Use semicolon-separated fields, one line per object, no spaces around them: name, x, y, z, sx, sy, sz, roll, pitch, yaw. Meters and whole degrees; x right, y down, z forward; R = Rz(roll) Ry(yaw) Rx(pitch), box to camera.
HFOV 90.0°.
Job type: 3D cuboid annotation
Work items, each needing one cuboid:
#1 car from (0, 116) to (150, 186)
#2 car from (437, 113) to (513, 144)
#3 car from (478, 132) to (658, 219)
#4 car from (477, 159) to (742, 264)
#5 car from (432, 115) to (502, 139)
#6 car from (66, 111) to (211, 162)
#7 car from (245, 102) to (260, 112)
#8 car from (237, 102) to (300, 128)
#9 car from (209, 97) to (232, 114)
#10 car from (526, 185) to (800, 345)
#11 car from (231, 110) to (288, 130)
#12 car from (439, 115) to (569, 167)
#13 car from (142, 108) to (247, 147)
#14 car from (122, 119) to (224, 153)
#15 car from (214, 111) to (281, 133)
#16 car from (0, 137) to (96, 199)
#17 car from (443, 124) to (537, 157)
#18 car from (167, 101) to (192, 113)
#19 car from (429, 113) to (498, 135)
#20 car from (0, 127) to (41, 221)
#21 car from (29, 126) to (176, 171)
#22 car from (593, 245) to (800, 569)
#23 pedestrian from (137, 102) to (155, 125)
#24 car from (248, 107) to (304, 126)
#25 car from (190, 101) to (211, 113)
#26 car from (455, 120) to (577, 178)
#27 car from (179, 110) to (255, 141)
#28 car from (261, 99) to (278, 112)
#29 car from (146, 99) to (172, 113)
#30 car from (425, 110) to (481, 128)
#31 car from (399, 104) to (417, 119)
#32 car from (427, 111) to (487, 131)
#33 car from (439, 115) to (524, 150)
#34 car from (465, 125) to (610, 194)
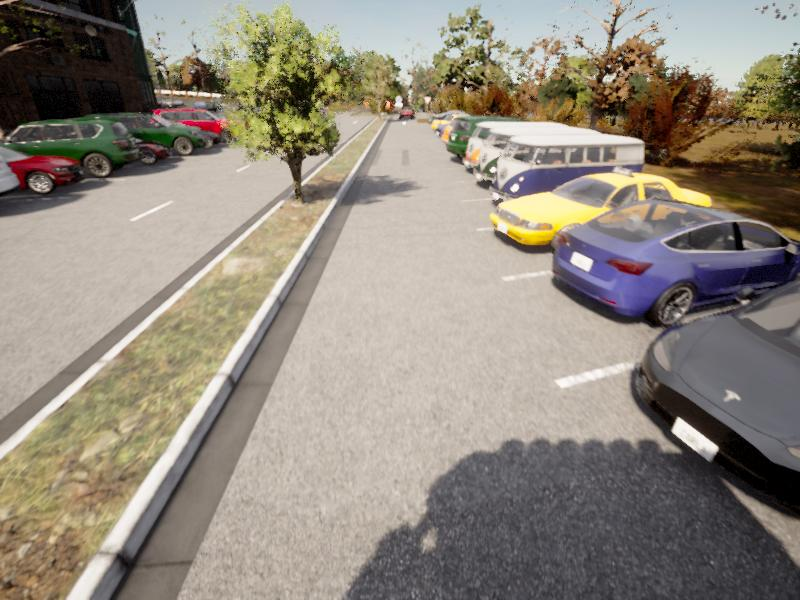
car;-13.246;-5.796;15.362;5.566;2.045;2.435;-10;29;-17
car;5.132;-11.929;27.773;4.553;1.767;2.185;-8;29;-18
car;4.829;-3.790;11.819;4.442;1.987;1.878;-8;29;-18
car;4.730;-2.216;9.258;5.366;1.575;1.946;-8;29;-18
car;5.110;-13.341;30.836;4.792;1.488;2.163;-8;29;-18
car;-13.138;-8.571;20.728;5.566;2.045;2.435;-10;28;-17
car;-26.586;-34.810;72.212;2.231;1.521;4.892;-7;26;-17
car;-12.923;-18.253;39.423;5.566;2.045;2.435;-10;29;-17
car;-25.383;-27.673;56.766;2.435;2.045;5.566;-8;28;-17
car;4.905;-0.852;6.701;4.792;1.488;2.163;-8;29;-18
car;-12.940;-16.608;36.896;4.674;1.452;2.002;-9;28;-17
car;5.044;-7.940;19.788;5.566;2.045;2.435;-8;29;-18
car;-13.075;-11.334;26.069;5.566;2.045;2.435;-10;28;-17
car;-13.104;-9.702;23.525;4.792;1.488;2.163;-10;28;-17
car;-12.986;-15.251;34.192;5.008;1.535;2.097;-9;28;-17
car;-13.253;-4.200;12.823;5.008;1.535;2.097;-10;28;-17
car;5.043;-9.043;22.553;4.674;1.452;2.002;-8;29;-18
car;-31.316;-27.549;57.002;2.231;1.521;4.892;-8;28;-17
car;5.344;-14.962;33.908;5.366;1.575;1.946;-8;29;-18
car;-13.305;-3.036;10.026;5.566;2.045;2.435;-10;29;-17
car;-13.163;-6.940;18.185;4.792;1.488;2.163;-10;28;-17
car;4.826;0.527;4.033;4.792;1.488;2.163;-8;29;-18
pedestrian;-22.965;-16.882;36.236;0.751;1.860;0.751;-2;26;-4
car;-13.031;-19.411;42.175;5.366;1.575;1.946;-10;29;-17
car;-28.359;-27.469;56.970;2.002;1.452;4.674;-8;28;-17
car;4.879;-6.527;17.108;4.442;1.987;1.878;-8;29;-18
car;-13.031;-12.598;28.789;4.553;1.767;2.185;-10;29;-17
car;-23.580;-34.997;72.065;2.435;2.045;5.566;-8;26;-17
car;-34.265;-27.698;56.977;2.185;1.767;4.553;-8;28;-17
car;5.249;-18.051;39.876;4.892;1.521;2.231;-8;29;-18
car;1.019;-24.598;52.270;1.851;1.617;3.988;4;27;7
car;5.201;-16.490;36.862;4.892;1.521;2.231;-8;29;-18
car;5.041;-10.556;25.116;4.553;1.767;2.185;-8;29;-18
car;4.854;-5.159;14.464;4.442;1.987;1.878;-8;29;-18
